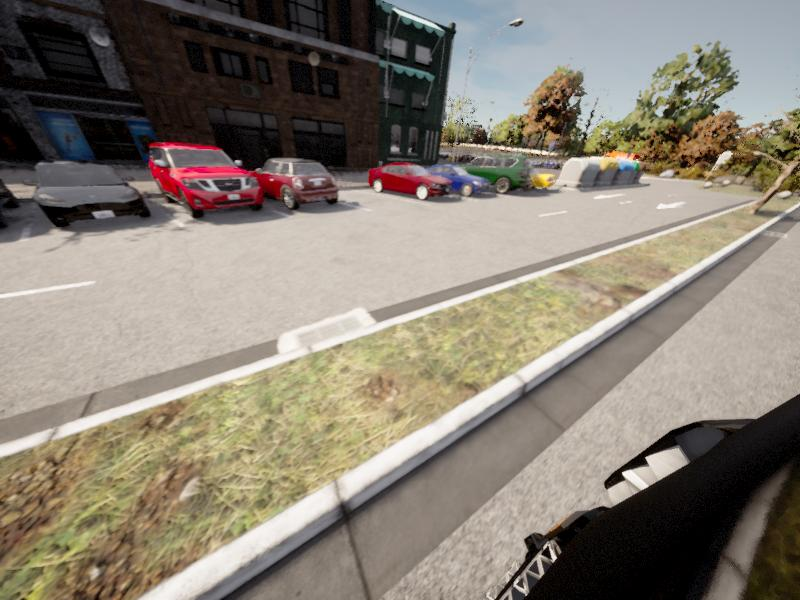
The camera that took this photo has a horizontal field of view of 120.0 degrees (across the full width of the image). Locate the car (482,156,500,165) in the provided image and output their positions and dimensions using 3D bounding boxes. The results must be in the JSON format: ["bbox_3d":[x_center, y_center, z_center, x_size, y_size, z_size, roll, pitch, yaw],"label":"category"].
[{"bbox_3d":[21.394,-32.885,54.296,2.163,1.488,4.792,28,39,31],"label":"car"}]

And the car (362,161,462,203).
[{"bbox_3d":[0.465,-6.589,12.608,5.008,1.535,2.097,26,39,32],"label":"car"}]

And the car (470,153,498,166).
[{"bbox_3d":[13.415,-22.414,36.885,2.231,1.521,4.892,27,40,32],"label":"car"}]

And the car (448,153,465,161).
[{"bbox_3d":[15.384,-38.828,62.863,1.946,1.575,5.366,28,39,31],"label":"car"}]

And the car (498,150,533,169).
[{"bbox_3d":[16.315,-19.690,32.475,2.435,2.045,5.566,27,40,32],"label":"car"}]

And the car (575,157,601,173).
[{"bbox_3d":[31.792,-22.694,38.984,2.435,2.045,5.566,27,38,32],"label":"car"}]

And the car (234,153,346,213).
[{"bbox_3d":[-4.728,-5.185,9.906,4.553,1.767,2.185,26,40,32],"label":"car"}]

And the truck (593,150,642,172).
[{"bbox_3d":[38.146,-24.577,40.748,2.627,2.467,5.204,-14,42,-26],"label":"truck"}]

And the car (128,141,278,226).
[{"bbox_3d":[-7.323,-4.550,8.542,5.566,2.045,2.435,26,39,32],"label":"car"}]

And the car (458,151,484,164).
[{"bbox_3d":[11.956,-23.973,38.926,2.185,1.767,4.553,27,40,32],"label":"car"}]

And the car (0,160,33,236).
[{"bbox_3d":[-12.525,-3.051,5.924,5.566,2.045,2.435,25,39,32],"label":"car"}]

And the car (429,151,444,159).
[{"bbox_3d":[11.055,-43.471,69.422,2.185,1.767,4.553,27,38,32],"label":"car"}]

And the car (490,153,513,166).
[{"bbox_3d":[22.897,-31.629,51.975,2.435,2.045,5.566,28,39,31],"label":"car"}]

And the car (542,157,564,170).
[{"bbox_3d":[28.795,-25.551,43.354,2.185,1.767,4.553,27,38,32],"label":"car"}]

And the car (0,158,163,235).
[{"bbox_3d":[-9.934,-3.563,7.383,4.792,1.488,2.163,26,39,32],"label":"car"}]

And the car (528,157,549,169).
[{"bbox_3d":[27.361,-27.065,45.565,2.185,1.767,4.553,28,38,31],"label":"car"}]

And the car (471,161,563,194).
[{"bbox_3d":[8.182,-8.924,16.611,5.366,1.575,1.946,25,40,32],"label":"car"}]

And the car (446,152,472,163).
[{"bbox_3d":[10.640,-25.417,41.263,1.946,1.575,5.366,27,39,32],"label":"car"}]

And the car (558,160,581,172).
[{"bbox_3d":[30.291,-23.963,41.271,2.231,1.521,4.892,28,39,31],"label":"car"}]

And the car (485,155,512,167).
[{"bbox_3d":[14.864,-20.921,34.782,2.002,1.452,4.674,27,40,32],"label":"car"}]

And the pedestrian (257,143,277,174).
[{"bbox_3d":[-9.502,-10.113,16.543,0.751,1.860,0.751,-17,38,-30],"label":"pedestrian"}]

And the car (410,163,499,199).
[{"bbox_3d":[3.088,-7.305,13.935,4.674,1.452,2.002,26,39,32],"label":"car"}]

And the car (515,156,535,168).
[{"bbox_3d":[25.875,-28.559,47.738,2.185,1.767,4.553,28,39,31],"label":"car"}]

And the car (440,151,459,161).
[{"bbox_3d":[14.061,-40.611,65.050,2.435,2.045,5.566,27,38,32],"label":"car"}]

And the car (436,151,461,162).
[{"bbox_3d":[9.080,-26.798,43.263,2.231,1.521,4.892,27,40,32],"label":"car"}]

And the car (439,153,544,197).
[{"bbox_3d":[5.686,-8.311,15.088,5.566,2.045,2.435,26,40,32],"label":"car"}]

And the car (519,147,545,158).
[{"bbox_3d":[30.003,-33.497,52.523,2.007,1.525,4.514,-14,41,-26],"label":"car"}]

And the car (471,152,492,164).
[{"bbox_3d":[19.977,-34.638,56.360,2.435,2.045,5.566,27,38,31],"label":"car"}]

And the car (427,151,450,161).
[{"bbox_3d":[7.616,-28.226,45.389,2.163,1.488,4.792,27,40,32],"label":"car"}]

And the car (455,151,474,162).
[{"bbox_3d":[16.974,-37.603,60.665,2.435,2.045,5.566,28,39,31],"label":"car"}]
